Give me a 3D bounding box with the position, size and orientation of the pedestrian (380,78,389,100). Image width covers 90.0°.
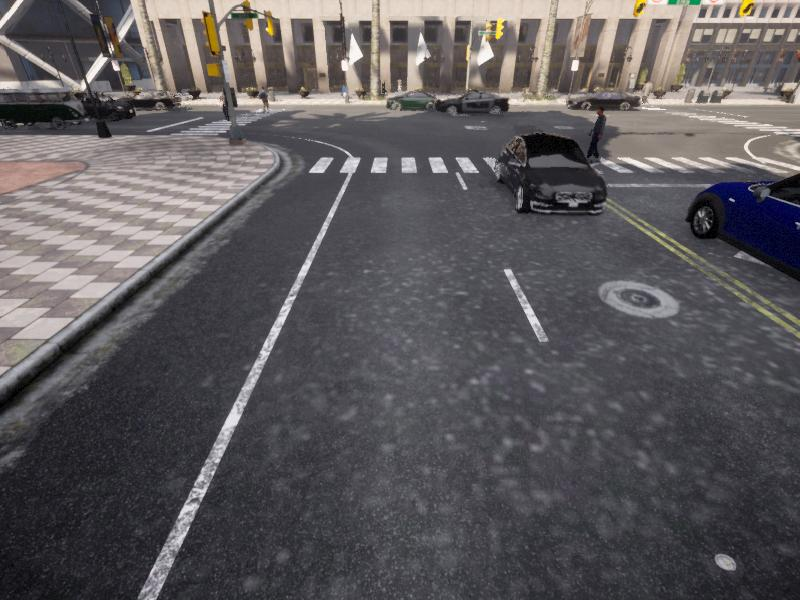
[{"bbox_3d":[-1.488,-20.739,39.343,0.751,1.860,0.751,-4,31,-8],"label":"pedestrian"}]

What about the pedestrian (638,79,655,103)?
[{"bbox_3d":[22.165,-18.781,35.990,0.751,1.860,0.751,24,38,35],"label":"pedestrian"}]

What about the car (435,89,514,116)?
[{"bbox_3d":[5.213,-14.162,28.646,5.238,1.638,1.930,0,30,0],"label":"car"}]

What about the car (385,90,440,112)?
[{"bbox_3d":[0.988,-15.826,31.763,4.181,1.385,1.994,0,30,0],"label":"car"}]

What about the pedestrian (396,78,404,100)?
[{"bbox_3d":[-0.019,-20.487,38.912,0.751,1.860,0.751,-2,30,-3],"label":"pedestrian"}]

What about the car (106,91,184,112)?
[{"bbox_3d":[-20.053,-15.724,31.665,4.718,1.301,1.895,-2,30,-3],"label":"car"}]

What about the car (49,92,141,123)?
[{"bbox_3d":[-19.258,-12.296,25.484,3.988,1.617,1.851,-2,30,-3],"label":"car"}]

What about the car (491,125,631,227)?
[{"bbox_3d":[3.773,-3.470,10.481,1.837,1.490,4.892,1,30,2],"label":"car"}]

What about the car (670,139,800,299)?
[{"bbox_3d":[7.074,-1.332,6.520,2.097,1.767,4.553,0,30,0],"label":"car"}]

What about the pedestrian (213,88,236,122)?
[{"bbox_3d":[-10.864,-12.068,24.795,0.751,1.860,0.751,-2,30,-3],"label":"pedestrian"}]

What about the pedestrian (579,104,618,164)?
[{"bbox_3d":[6.973,-5.858,14.160,0.751,1.860,0.751,8,31,14],"label":"pedestrian"}]

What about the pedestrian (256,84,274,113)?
[{"bbox_3d":[-10.029,-14.916,29.673,0.751,1.860,0.751,3,30,4],"label":"pedestrian"}]

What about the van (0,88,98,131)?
[{"bbox_3d":[-20.046,-10.671,22.324,4.442,1.987,1.775,-3,30,-5],"label":"van"}]

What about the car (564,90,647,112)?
[{"bbox_3d":[16.140,-15.781,31.665,5.357,1.411,2.033,0,30,0],"label":"car"}]
